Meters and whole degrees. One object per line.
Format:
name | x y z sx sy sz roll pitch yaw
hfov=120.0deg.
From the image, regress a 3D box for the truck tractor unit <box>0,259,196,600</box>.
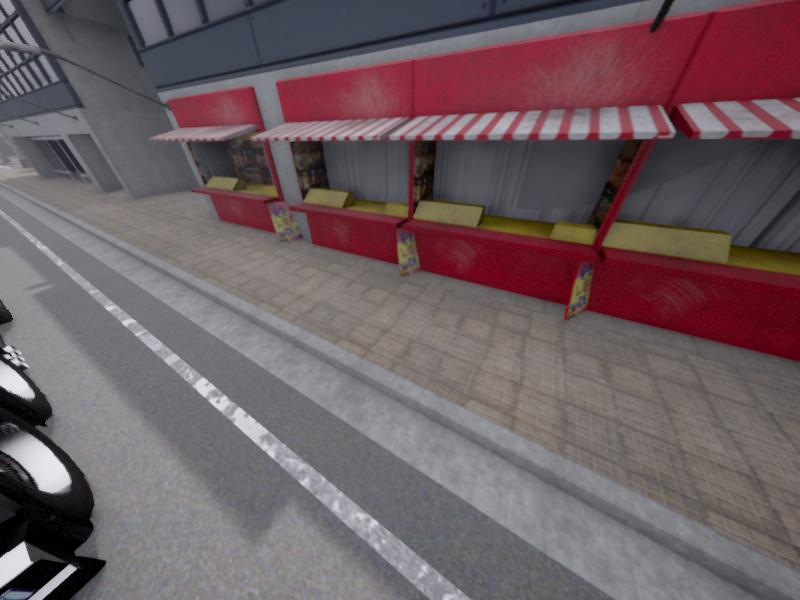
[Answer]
truck tractor unit | -5.101 -0.311 0.795 6.516 4.208 3.053 19 39 25
